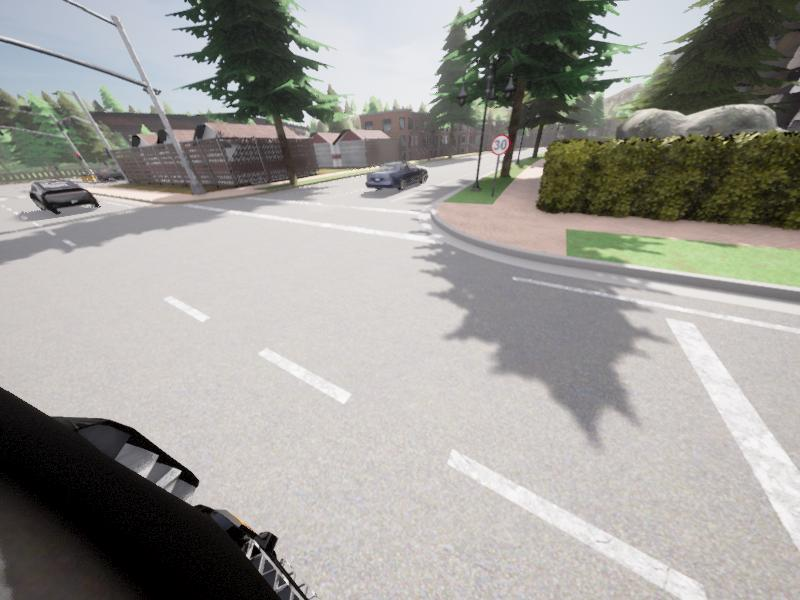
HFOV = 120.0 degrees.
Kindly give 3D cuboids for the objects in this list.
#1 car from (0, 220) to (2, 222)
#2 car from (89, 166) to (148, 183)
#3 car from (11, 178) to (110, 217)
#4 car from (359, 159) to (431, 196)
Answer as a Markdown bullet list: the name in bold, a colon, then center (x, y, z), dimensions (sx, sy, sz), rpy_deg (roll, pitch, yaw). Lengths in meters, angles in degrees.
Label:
- **car**: center (-22.186, -4.628, 11.172), dimensions (4.553, 1.767, 2.097), rpy_deg (16, 38, 26)
- **car**: center (-39.190, -17.617, 32.287), dimensions (2.242, 1.667, 4.611), rpy_deg (14, 37, 25)
- **car**: center (-19.483, -5.996, 13.266), dimensions (4.902, 1.511, 2.128), rpy_deg (15, 38, 26)
- **car**: center (-0.035, -7.773, 14.375), dimensions (2.033, 1.411, 5.357), rpy_deg (15, 37, 25)
